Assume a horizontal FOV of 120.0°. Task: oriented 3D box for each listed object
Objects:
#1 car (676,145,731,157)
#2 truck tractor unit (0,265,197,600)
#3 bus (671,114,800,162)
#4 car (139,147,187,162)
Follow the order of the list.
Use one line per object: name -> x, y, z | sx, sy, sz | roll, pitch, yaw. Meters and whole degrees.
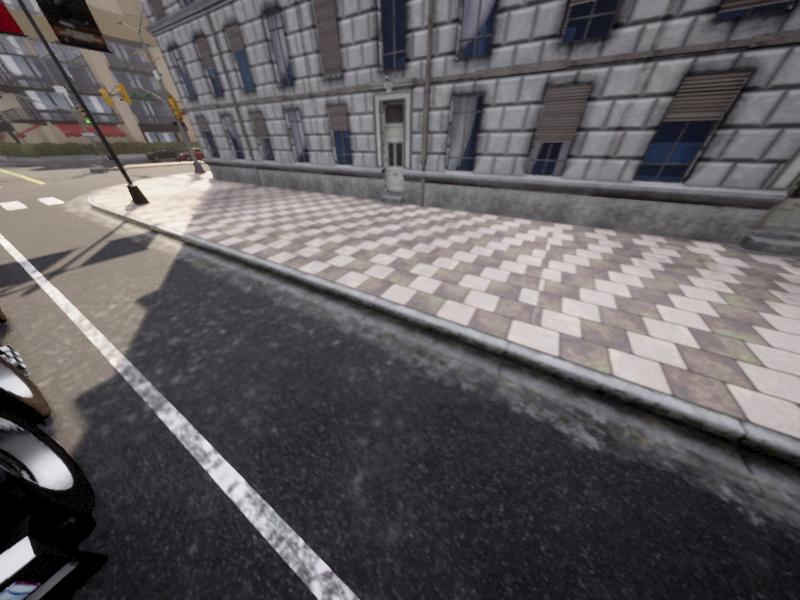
car -> 44.452, -21.910, 33.961 | 1.895, 1.301, 4.718 | -29, 44, -34
truck tractor unit -> -5.113, -0.299, 0.777 | 6.516, 4.208, 3.053 | 18, 39, 24
bus -> 41.296, -19.380, 27.770 | 3.944, 4.253, 10.273 | -28, 43, -34
car -> -31.106, -19.186, 30.426 | 1.789, 1.549, 3.705 | 18, 39, 24
